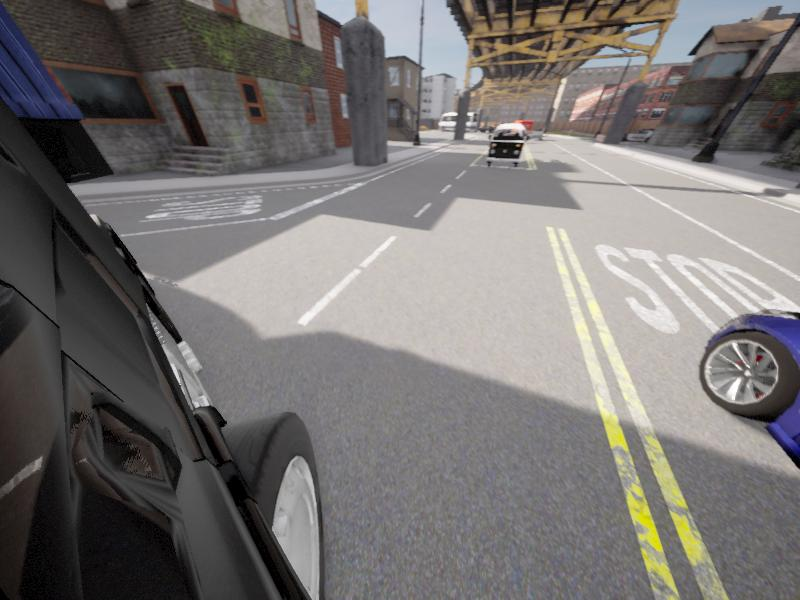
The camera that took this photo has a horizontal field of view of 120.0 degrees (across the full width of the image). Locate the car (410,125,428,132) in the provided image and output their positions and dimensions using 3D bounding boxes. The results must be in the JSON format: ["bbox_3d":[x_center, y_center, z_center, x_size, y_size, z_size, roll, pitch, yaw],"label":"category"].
[{"bbox_3d":[5.782,-51.517,69.253,5.008,1.535,1.882,13,39,16],"label":"car"}]

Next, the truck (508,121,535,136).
[{"bbox_3d":[24.719,-35.090,47.252,2.627,2.467,5.204,1,37,1],"label":"truck"}]

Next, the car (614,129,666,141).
[{"bbox_3d":[32.030,-22.179,30.972,1.853,1.218,4.536,-25,44,-29],"label":"car"}]

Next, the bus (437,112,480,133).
[{"bbox_3d":[15.948,-49.186,64.062,10.273,4.253,3.944,27,45,30],"label":"bus"}]

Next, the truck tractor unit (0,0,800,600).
[{"bbox_3d":[-2.645,-0.295,0.351,6.516,4.208,3.053,28,43,30],"label":"truck tractor unit"}]

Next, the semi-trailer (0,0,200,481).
[{"bbox_3d":[-10.045,-0.491,0.352,14.254,4.402,2.717,-6,38,-9],"label":"semi-trailer"}]

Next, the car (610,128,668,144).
[{"bbox_3d":[31.997,-22.079,31.100,2.038,1.542,4.974,-25,44,-29],"label":"car"}]

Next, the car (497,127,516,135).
[{"bbox_3d":[24.436,-39.020,53.252,1.970,1.475,3.806,-8,38,-10],"label":"car"}]

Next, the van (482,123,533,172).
[{"bbox_3d":[6.499,-9.401,14.027,2.069,2.038,4.480,14,40,17],"label":"van"}]

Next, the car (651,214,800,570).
[{"bbox_3d":[3.254,1.448,0.352,2.163,1.488,4.792,14,40,17],"label":"car"}]

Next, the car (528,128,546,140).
[{"bbox_3d":[21.535,-26.257,36.506,1.845,1.501,3.633,13,39,16],"label":"car"}]

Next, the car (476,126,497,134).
[{"bbox_3d":[22.003,-43.479,58.944,1.837,1.490,4.892,-19,42,-24],"label":"car"}]
